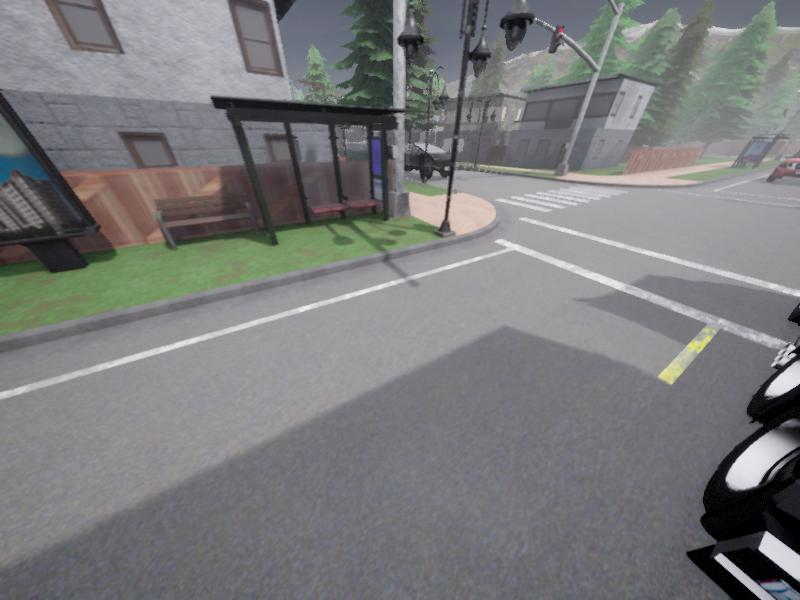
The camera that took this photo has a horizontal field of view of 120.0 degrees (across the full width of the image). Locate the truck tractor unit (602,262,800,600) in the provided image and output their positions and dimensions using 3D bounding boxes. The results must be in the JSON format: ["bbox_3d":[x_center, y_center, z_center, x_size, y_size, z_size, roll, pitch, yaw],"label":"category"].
[{"bbox_3d":[5.107,-0.304,0.787,6.516,4.208,3.053,-18,39,-24],"label":"truck tractor unit"}]

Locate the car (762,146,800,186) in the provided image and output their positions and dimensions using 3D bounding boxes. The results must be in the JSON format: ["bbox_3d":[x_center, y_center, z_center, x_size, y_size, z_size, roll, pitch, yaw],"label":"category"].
[{"bbox_3d":[27.491,-9.035,15.445,5.566,2.045,2.150,-18,39,-24],"label":"car"}]

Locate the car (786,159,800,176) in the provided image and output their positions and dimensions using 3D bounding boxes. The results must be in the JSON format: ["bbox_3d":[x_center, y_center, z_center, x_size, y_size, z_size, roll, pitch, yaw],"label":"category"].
[{"bbox_3d":[34.407,-11.018,18.950,4.181,1.385,1.994,-18,39,-24],"label":"car"}]

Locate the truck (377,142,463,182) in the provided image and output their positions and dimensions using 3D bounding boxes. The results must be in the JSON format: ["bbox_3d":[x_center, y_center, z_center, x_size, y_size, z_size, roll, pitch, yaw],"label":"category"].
[{"bbox_3d":[1.157,-10.256,16.889,2.390,2.098,6.274,-24,42,-31],"label":"truck"}]
